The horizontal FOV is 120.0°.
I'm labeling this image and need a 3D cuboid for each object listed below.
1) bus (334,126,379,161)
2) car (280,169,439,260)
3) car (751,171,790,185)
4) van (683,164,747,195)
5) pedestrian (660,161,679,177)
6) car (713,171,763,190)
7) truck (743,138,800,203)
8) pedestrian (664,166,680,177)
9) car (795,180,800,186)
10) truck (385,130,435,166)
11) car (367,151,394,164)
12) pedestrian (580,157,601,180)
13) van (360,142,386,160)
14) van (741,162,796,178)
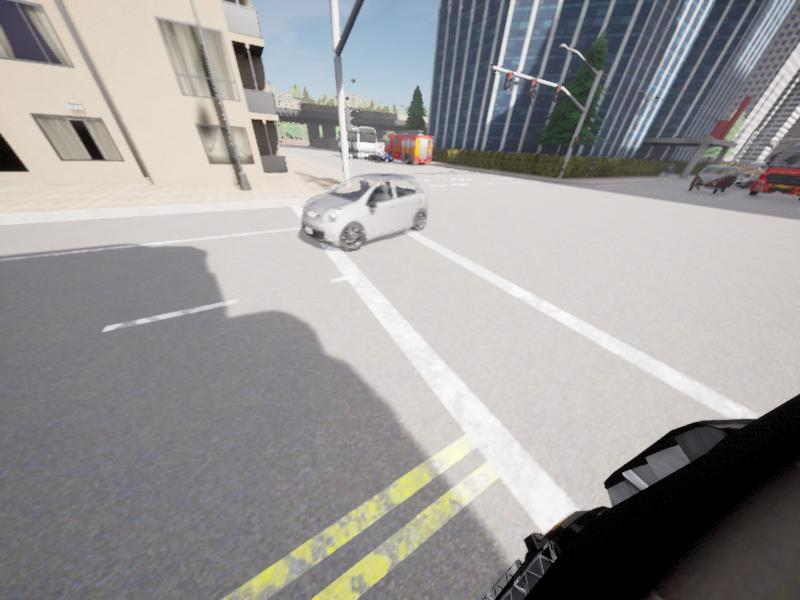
[{"bbox_3d":[-7.472,-26.297,38.769,3.944,4.253,10.273,-16,38,-25],"label":"bus"},{"bbox_3d":[-0.844,-2.563,6.302,1.845,1.501,3.633,30,42,33],"label":"car"},{"bbox_3d":[52.513,-17.376,32.756,5.357,1.411,2.033,-16,38,-26],"label":"car"},{"bbox_3d":[26.508,-10.208,19.466,4.442,1.987,1.775,-16,38,-26],"label":"van"},{"bbox_3d":[36.615,-17.789,31.379,0.751,1.860,0.751,-16,38,-26],"label":"pedestrian"},{"bbox_3d":[34.886,-12.387,23.840,3.806,1.475,1.970,-16,38,-26],"label":"car"},{"bbox_3d":[32.257,-10.353,18.483,8.468,3.827,2.891,-16,38,-26],"label":"truck"},{"bbox_3d":[37.309,-17.591,31.643,0.751,1.300,0.751,-16,38,-26],"label":"pedestrian"},{"bbox_3d":[55.772,-16.049,31.045,4.181,1.385,1.994,-16,38,-26],"label":"car"},{"bbox_3d":[1.064,-21.474,32.624,2.891,3.827,8.468,-16,38,-25],"label":"truck"},{"bbox_3d":[-2.831,-20.387,32.968,1.895,1.301,4.718,-16,38,-25],"label":"car"},{"bbox_3d":[18.447,-12.738,22.402,0.751,1.860,0.751,-16,38,-26],"label":"pedestrian"},{"bbox_3d":[-4.951,-27.023,41.690,2.351,2.431,6.366,-16,38,-25],"label":"van"},{"bbox_3d":[82.895,-29.462,52.134,1.988,2.561,5.915,-16,38,-26],"label":"van"}]
